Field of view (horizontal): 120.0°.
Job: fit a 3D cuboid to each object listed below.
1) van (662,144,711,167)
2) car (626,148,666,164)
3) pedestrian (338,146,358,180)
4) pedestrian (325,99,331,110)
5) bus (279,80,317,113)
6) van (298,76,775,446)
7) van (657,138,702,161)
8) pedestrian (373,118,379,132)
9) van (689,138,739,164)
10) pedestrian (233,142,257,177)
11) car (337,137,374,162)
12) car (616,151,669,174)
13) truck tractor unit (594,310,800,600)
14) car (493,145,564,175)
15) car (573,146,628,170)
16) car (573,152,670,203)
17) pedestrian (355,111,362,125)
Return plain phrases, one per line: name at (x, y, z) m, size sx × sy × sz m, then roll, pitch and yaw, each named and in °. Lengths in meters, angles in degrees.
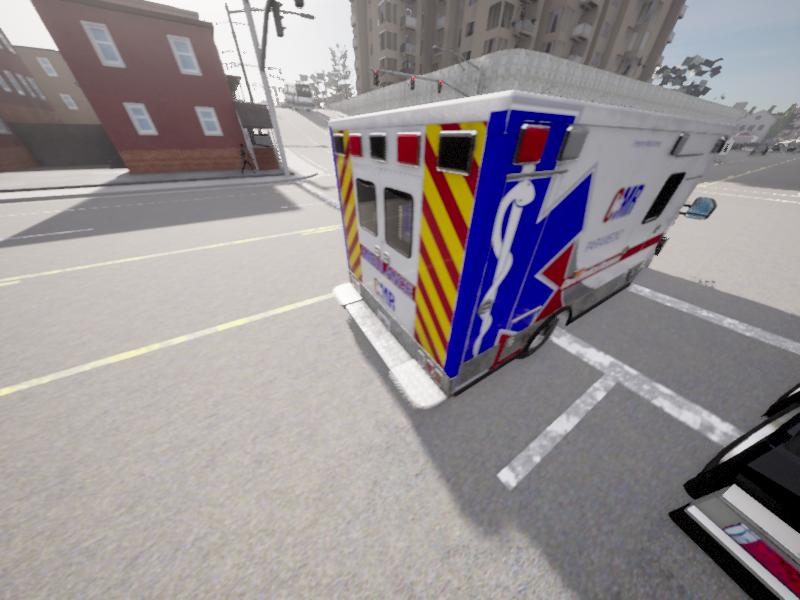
van at (31.228, -15.802, 25.194) m, size 4.442 × 1.987 × 1.775 m, roll -19°, pitch 39°, yaw -26°
car at (29.877, -17.478, 28.021) m, size 4.193 × 1.474 × 1.816 m, roll -19°, pitch 39°, yaw -26°
pedestrian at (-3.388, -8.919, 15.043) m, size 0.751 × 1.860 × 0.751 m, roll 30°, pitch 44°, yaw 35°
pedestrian at (-16.337, -44.461, 52.466) m, size 0.751 × 1.860 × 0.751 m, roll -21°, pitch 40°, yaw -28°
bus at (-20.733, -41.259, 46.833) m, size 3.944 × 4.253 × 10.273 m, roll -19°, pitch 48°, yaw -26°
van at (2.283, -1.188, 3.591) m, size 6.366 × 2.431 × 2.351 m, roll -19°, pitch 39°, yaw -26°
van at (39.426, -21.242, 32.580) m, size 5.915 × 2.561 × 1.988 m, roll -19°, pitch 39°, yaw -26°
pedestrian at (-4.042, -29.618, 39.161) m, size 0.751 × 1.860 × 0.751 m, roll -20°, pitch 40°, yaw -26°
van at (40.429, -19.237, 29.722) m, size 5.915 × 2.561 × 1.988 m, roll -19°, pitch 39°, yaw -26°
pedestrian at (-9.983, -9.089, 14.934) m, size 0.751 × 1.860 × 0.751 m, roll -17°, pitch 39°, yaw -23°
car at (-4.885, -16.468, 25.123) m, size 1.930 × 1.638 × 5.238 m, roll -19°, pitch 45°, yaw -26°
car at (21.268, -12.148, 20.257) m, size 3.633 × 1.501 × 1.845 m, roll -19°, pitch 39°, yaw -26°
truck tractor unit at (5.215, -0.180, 0.610) m, size 6.516 × 4.208 × 3.053 m, roll -14°, pitch 37°, yaw -19°
car at (10.315, -11.394, 18.762) m, size 4.605 × 1.855 × 1.932 m, roll -9°, pitch 37°, yaw -14°
car at (19.665, -14.053, 22.733) m, size 4.553 × 1.767 × 2.097 m, roll -19°, pitch 39°, yaw -26°
car at (11.140, -6.660, 12.203) m, size 2.033 × 1.649 × 4.856 m, roll 12°, pitch 38°, yaw 17°
pedestrian at (-7.538, -33.139, 42.052) m, size 0.751 × 1.860 × 0.751 m, roll -20°, pitch 40°, yaw -26°
